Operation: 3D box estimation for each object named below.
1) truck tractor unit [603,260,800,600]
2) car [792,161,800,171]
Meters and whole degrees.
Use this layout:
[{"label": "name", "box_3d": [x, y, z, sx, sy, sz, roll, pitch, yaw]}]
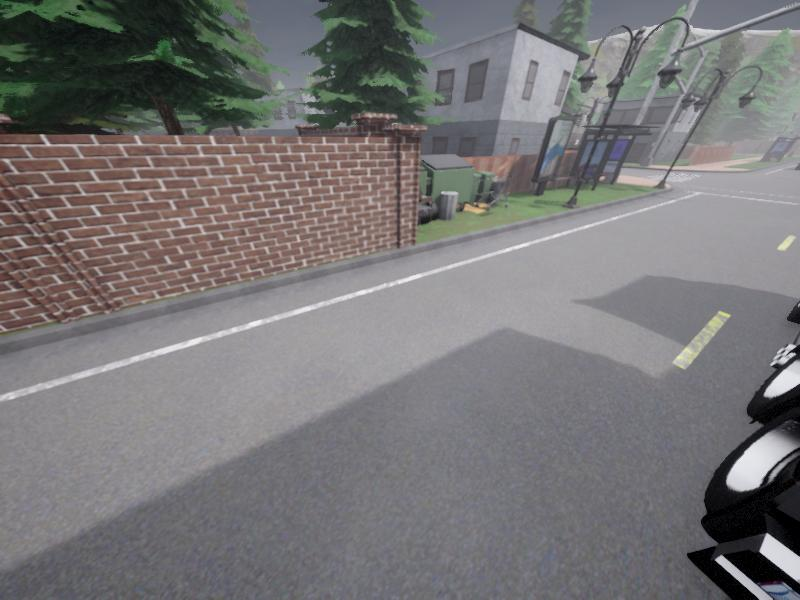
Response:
[{"label": "truck tractor unit", "box_3d": [5.100, -0.313, 0.788, 6.516, 4.208, 3.053, -19, 39, -24]}, {"label": "car", "box_3d": [40.332, -13.447, 21.835, 5.566, 2.045, 2.150, -18, 39, -25]}]
